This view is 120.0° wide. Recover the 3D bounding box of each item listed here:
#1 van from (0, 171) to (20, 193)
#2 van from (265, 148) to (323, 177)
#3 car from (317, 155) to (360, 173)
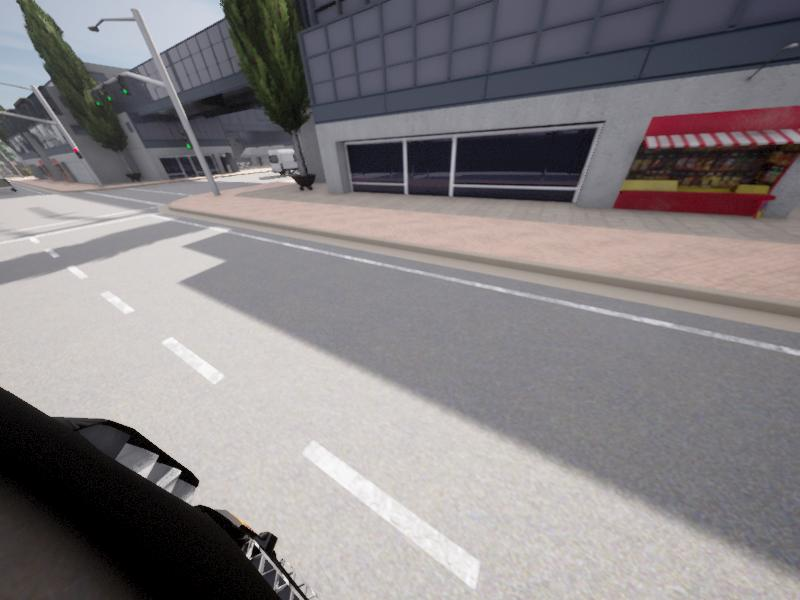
[{"bbox_3d":[-44.812,-13.017,25.486,4.480,2.038,2.069,17,38,27],"label":"van"},{"bbox_3d":[-12.380,-16.489,27.585,1.988,2.561,5.915,16,38,26],"label":"van"},{"bbox_3d":[-7.539,-17.036,28.822,1.930,1.638,5.238,16,38,26],"label":"car"}]
